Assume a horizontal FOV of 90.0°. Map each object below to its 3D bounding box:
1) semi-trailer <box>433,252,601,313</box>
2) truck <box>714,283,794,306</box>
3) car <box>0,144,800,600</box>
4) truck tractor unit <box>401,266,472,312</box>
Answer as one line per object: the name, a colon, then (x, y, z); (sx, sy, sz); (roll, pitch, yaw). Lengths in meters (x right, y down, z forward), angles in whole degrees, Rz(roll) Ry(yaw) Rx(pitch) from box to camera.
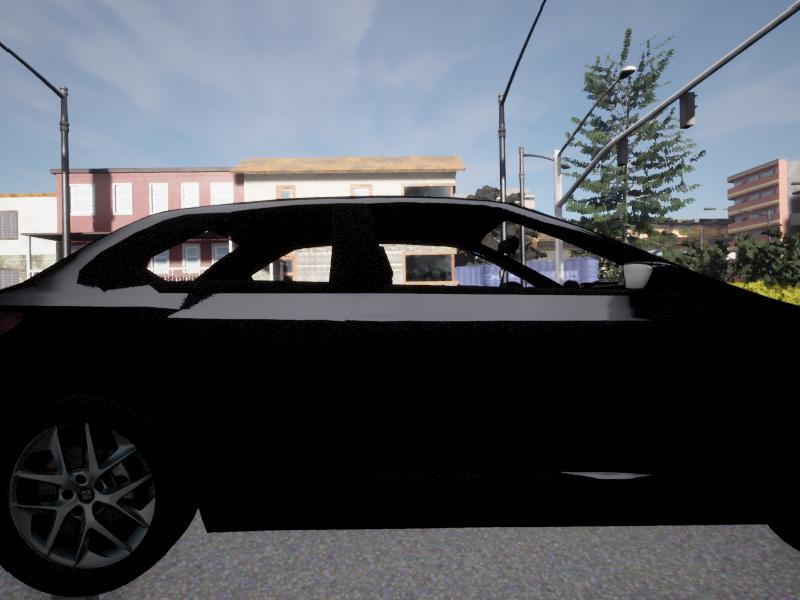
semi-trailer: (9.373, -1.182, 34.846); (14.254, 4.402, 2.717); (-1, 0, 43)
truck: (35.099, -0.481, 40.049); (2.390, 2.098, 6.274); (-1, 0, -1)
car: (0.342, 0.254, 2.184); (4.193, 1.474, 1.816); (0, 0, -1)
truck tractor unit: (3.605, -0.978, 40.266); (6.516, 4.208, 3.053); (-1, 0, 44)
